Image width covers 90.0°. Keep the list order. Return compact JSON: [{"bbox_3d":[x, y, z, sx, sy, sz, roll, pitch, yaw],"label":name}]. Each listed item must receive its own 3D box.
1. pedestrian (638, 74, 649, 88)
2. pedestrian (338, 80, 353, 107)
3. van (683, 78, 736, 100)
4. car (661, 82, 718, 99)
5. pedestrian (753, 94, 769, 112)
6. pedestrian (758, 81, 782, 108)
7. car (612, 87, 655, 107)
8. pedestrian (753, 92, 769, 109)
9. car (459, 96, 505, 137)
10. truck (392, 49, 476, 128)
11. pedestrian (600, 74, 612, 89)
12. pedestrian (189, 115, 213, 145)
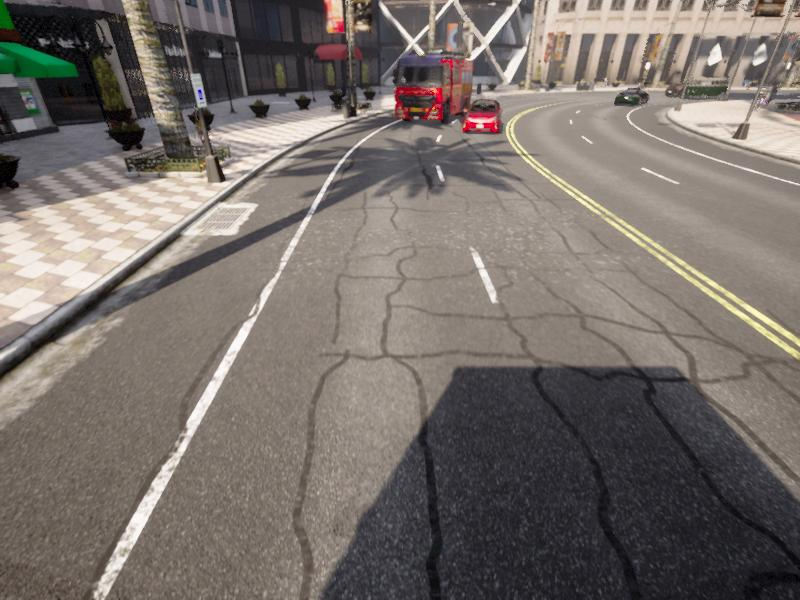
[{"bbox_3d":[36.517,-32.807,60.006,0.751,1.860,0.751,-4,31,-7],"label":"pedestrian"},{"bbox_3d":[-4.416,-16.727,32.440,0.751,1.860,0.751,12,32,19],"label":"pedestrian"},{"bbox_3d":[32.673,-22.326,42.289,4.442,1.987,1.775,-11,32,-18],"label":"van"},{"bbox_3d":[33.243,-24.140,46.020,5.027,1.651,2.152,-6,31,-11],"label":"car"},{"bbox_3d":[26.453,-14.452,29.332,0.500,1.100,0.500,23,37,33],"label":"pedestrian"},{"bbox_3d":[29.306,-16.285,31.718,0.751,1.860,0.751,26,39,37],"label":"pedestrian"},{"bbox_3d":[21.206,-18.478,36.302,1.994,1.385,4.181,25,39,36],"label":"car"},{"bbox_3d":[28.283,-15.622,31.337,0.500,1.100,0.500,25,39,36],"label":"pedestrian"},{"bbox_3d":[4.486,-9.965,21.556,2.007,1.525,4.514,7,31,12],"label":"car"},{"bbox_3d":[2.422,-13.757,25.769,2.891,3.827,8.468,11,32,18],"label":"truck"},{"bbox_3d":[30.011,-31.804,58.282,0.751,1.860,0.751,-10,32,-17],"label":"pedestrian"},{"bbox_3d":[-8.298,-7.098,16.709,0.500,1.100,0.500,3,30,6],"label":"pedestrian"}]
